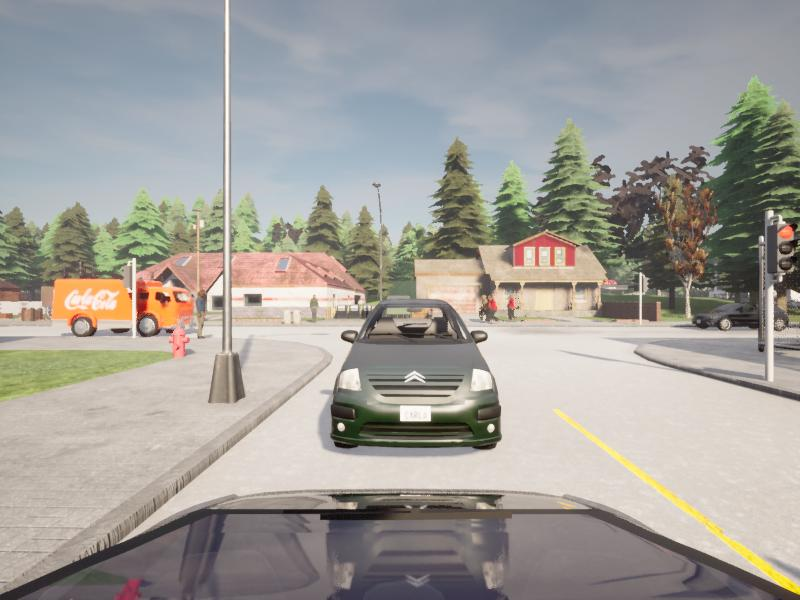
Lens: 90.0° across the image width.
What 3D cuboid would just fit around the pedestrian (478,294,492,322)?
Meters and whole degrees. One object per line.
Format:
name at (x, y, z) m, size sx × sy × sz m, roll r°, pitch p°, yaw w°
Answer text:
pedestrian at (5.658, 0.533, 26.629) m, size 0.751 × 1.860 × 0.751 m, roll 0°, pitch 0°, yaw -2°

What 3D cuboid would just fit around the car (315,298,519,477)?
car at (0.190, 0.788, 5.622) m, size 1.851 × 1.617 × 3.988 m, roll 0°, pitch 0°, yaw 1°

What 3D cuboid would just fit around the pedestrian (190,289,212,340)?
pedestrian at (-7.594, 0.534, 15.250) m, size 0.751 × 1.860 × 0.751 m, roll 0°, pitch 0°, yaw -28°

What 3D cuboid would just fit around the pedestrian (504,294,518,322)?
pedestrian at (7.430, 0.533, 26.715) m, size 0.751 × 1.860 × 0.751 m, roll 0°, pitch 0°, yaw 1°

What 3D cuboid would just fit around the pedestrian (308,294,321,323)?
pedestrian at (-5.507, 0.533, 25.747) m, size 0.751 × 1.860 × 0.751 m, roll 0°, pitch 0°, yaw -13°

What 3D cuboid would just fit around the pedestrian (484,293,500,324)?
pedestrian at (5.582, 0.533, 24.409) m, size 0.751 × 1.860 × 0.751 m, roll 0°, pitch 0°, yaw -5°

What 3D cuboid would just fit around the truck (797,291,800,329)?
truck at (25.345, 0.542, 21.160) m, size 6.274 × 2.098 × 2.390 m, roll 0°, pitch 0°, yaw 1°

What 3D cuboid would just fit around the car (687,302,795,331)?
car at (18.033, 0.854, 21.315) m, size 4.193 × 1.474 × 1.816 m, roll 0°, pitch 0°, yaw 1°

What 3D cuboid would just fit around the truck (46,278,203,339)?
truck at (-12.121, 0.346, 17.970) m, size 5.204 × 2.467 × 2.627 m, roll 1°, pitch 0°, yaw 1°
